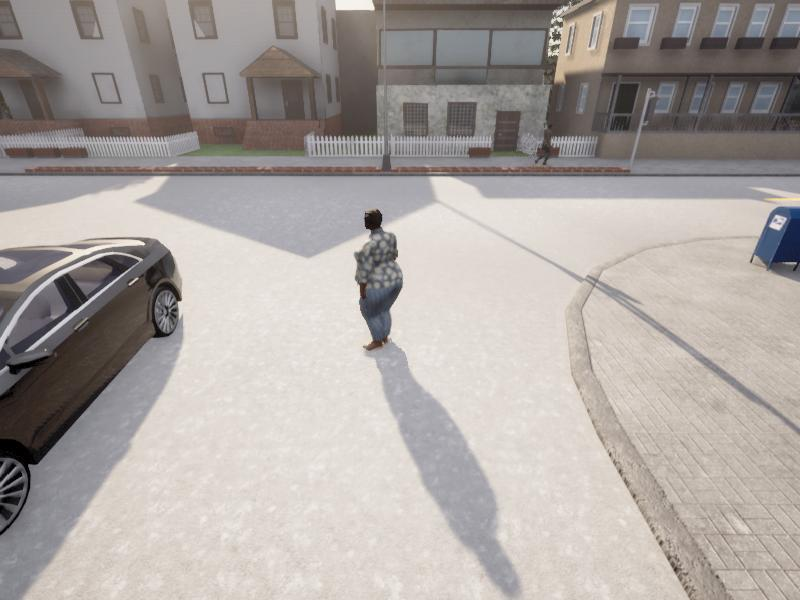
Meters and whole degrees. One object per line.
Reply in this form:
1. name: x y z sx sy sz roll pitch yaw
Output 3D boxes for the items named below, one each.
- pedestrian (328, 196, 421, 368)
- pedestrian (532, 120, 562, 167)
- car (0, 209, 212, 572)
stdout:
1. pedestrian: -0.283 -0.236 4.976 0.751 1.860 0.751 20 34 34
2. pedestrian: 6.437 -6.877 17.622 0.751 1.860 0.751 0 27 1
3. car: -4.014 0.473 4.034 2.128 1.511 4.902 -2 27 -3
